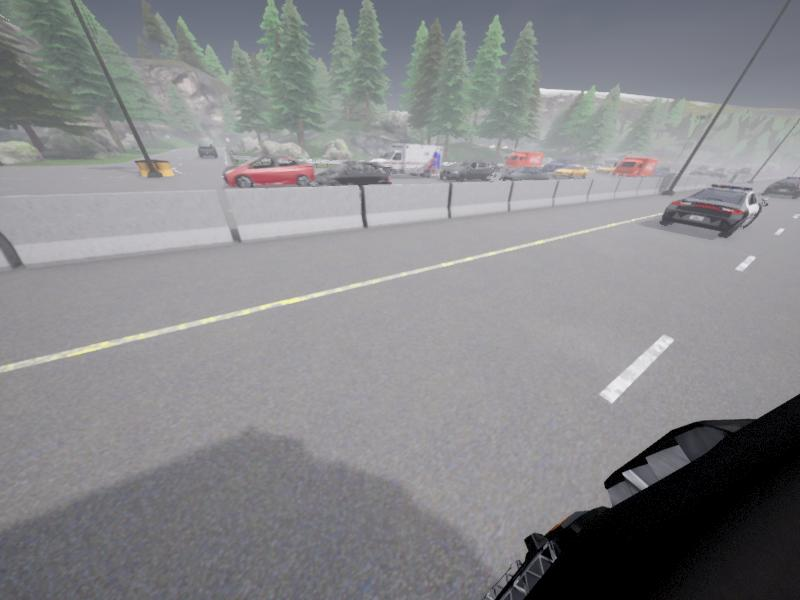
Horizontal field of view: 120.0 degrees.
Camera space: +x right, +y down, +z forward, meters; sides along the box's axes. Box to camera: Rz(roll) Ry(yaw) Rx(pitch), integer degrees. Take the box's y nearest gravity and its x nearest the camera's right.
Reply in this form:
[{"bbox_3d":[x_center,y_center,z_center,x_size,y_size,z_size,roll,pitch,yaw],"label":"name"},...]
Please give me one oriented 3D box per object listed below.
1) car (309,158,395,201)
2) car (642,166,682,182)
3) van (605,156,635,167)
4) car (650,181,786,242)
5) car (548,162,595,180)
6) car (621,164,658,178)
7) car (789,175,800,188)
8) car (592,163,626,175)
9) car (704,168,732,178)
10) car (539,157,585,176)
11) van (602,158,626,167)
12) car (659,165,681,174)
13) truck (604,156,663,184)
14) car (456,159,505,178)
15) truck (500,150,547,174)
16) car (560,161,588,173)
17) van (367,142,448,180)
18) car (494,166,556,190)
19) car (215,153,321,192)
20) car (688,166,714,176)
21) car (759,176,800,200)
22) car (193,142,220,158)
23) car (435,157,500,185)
[{"bbox_3d":[-2.323,-6.085,11.593,3.705,1.549,1.789,-16,38,-27],"label":"car"},{"bbox_3d":[35.419,-17.088,31.227,4.856,1.649,2.033,-16,38,-27],"label":"car"},{"bbox_3d":[67.585,-42.558,71.126,1.988,2.561,5.915,-16,38,-27],"label":"van"},{"bbox_3d":[12.804,-3.737,9.294,4.974,1.542,2.038,-16,38,-26],"label":"car"},{"bbox_3d":[19.696,-14.745,26.448,5.366,1.575,1.801,-16,38,-27],"label":"car"},{"bbox_3d":[36.269,-19.598,35.050,4.611,1.667,2.242,-16,38,-27],"label":"car"},{"bbox_3d":[56.901,-16.531,32.221,4.514,1.525,2.007,-16,38,-27],"label":"car"},{"bbox_3d":[33.533,-21.018,37.055,5.366,1.575,1.801,-17,38,-27],"label":"car"},{"bbox_3d":[62.051,-24.785,45.060,4.974,1.542,2.038,-16,38,-27],"label":"car"},{"bbox_3d":[21.503,-17.705,30.644,5.566,2.045,2.150,-16,38,-26],"label":"car"},{"bbox_3d":[64.587,-41.432,69.677,2.069,2.038,4.480,-16,38,-27],"label":"van"},{"bbox_3d":[58.504,-28.236,50.011,3.633,1.501,1.845,-16,38,-27],"label":"car"},{"bbox_3d":[26.717,-14.902,26.463,5.204,2.467,2.627,-16,38,-27],"label":"truck"},{"bbox_3d":[8.365,-13.670,23.981,4.892,1.490,1.837,-16,38,-27],"label":"car"},{"bbox_3d":[16.751,-18.746,31.461,5.204,2.467,2.627,-16,38,-27],"label":"truck"},{"bbox_3d":[28.510,-21.778,37.826,3.705,1.549,1.789,-16,38,-27],"label":"car"},{"bbox_3d":[0.656,-11.813,19.698,6.366,2.431,2.351,-16,38,-27],"label":"van"},{"bbox_3d":[9.661,-9.504,17.899,4.181,1.385,1.994,-16,38,-27],"label":"car"},{"bbox_3d":[-6.974,-6.965,12.567,4.514,1.525,2.007,-16,38,-27],"label":"car"},{"bbox_3d":[65.525,-28.014,50.275,4.611,1.667,2.242,-16,38,-27],"label":"car"},{"bbox_3d":[35.494,-10.321,21.092,4.974,1.542,2.038,-16,38,-26],"label":"car"},{"bbox_3d":[-24.921,-19.421,29.945,2.128,1.511,4.902,-17,39,-28],"label":"car"},{"bbox_3d":[5.541,-10.675,19.060,4.611,1.667,2.242,-16,38,-27],"label":"car"}]
